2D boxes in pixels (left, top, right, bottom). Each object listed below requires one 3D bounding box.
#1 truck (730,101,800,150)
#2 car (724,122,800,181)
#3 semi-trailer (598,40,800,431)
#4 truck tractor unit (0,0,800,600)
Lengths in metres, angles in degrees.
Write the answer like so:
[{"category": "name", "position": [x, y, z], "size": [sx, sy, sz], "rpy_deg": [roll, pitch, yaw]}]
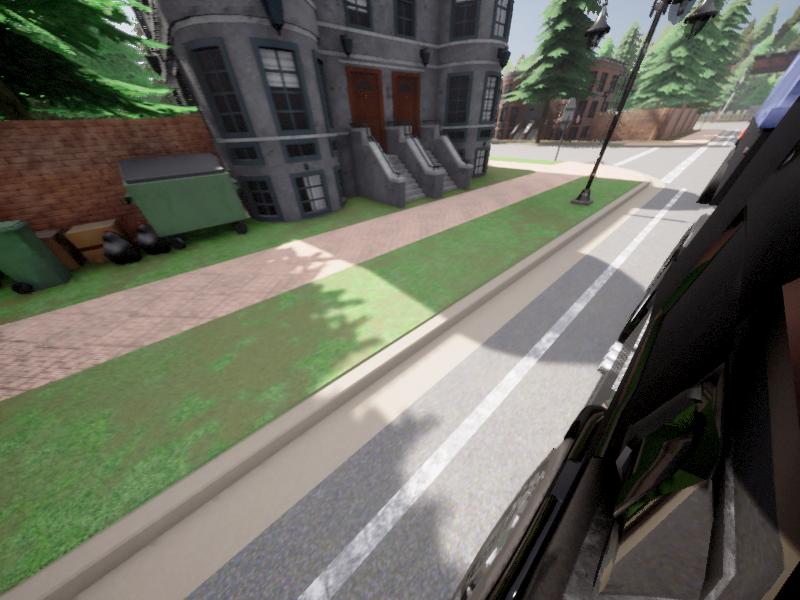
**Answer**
[{"category": "truck", "position": [26.306, -12.247, 16.204], "size": [5.204, 2.467, 2.627], "rpy_deg": [-28, 44, -30]}, {"category": "car", "position": [16.171, -6.479, 9.870], "size": [5.238, 1.638, 1.930], "rpy_deg": [-28, 44, -30]}, {"category": "semi-trailer", "position": [8.689, -3.617, 4.228], "size": [14.254, 4.402, 2.717], "rpy_deg": [-28, 44, -30]}, {"category": "truck tractor unit", "position": [2.645, -0.295, 0.351], "size": [6.516, 4.208, 3.053], "rpy_deg": [-28, 44, -30]}]
